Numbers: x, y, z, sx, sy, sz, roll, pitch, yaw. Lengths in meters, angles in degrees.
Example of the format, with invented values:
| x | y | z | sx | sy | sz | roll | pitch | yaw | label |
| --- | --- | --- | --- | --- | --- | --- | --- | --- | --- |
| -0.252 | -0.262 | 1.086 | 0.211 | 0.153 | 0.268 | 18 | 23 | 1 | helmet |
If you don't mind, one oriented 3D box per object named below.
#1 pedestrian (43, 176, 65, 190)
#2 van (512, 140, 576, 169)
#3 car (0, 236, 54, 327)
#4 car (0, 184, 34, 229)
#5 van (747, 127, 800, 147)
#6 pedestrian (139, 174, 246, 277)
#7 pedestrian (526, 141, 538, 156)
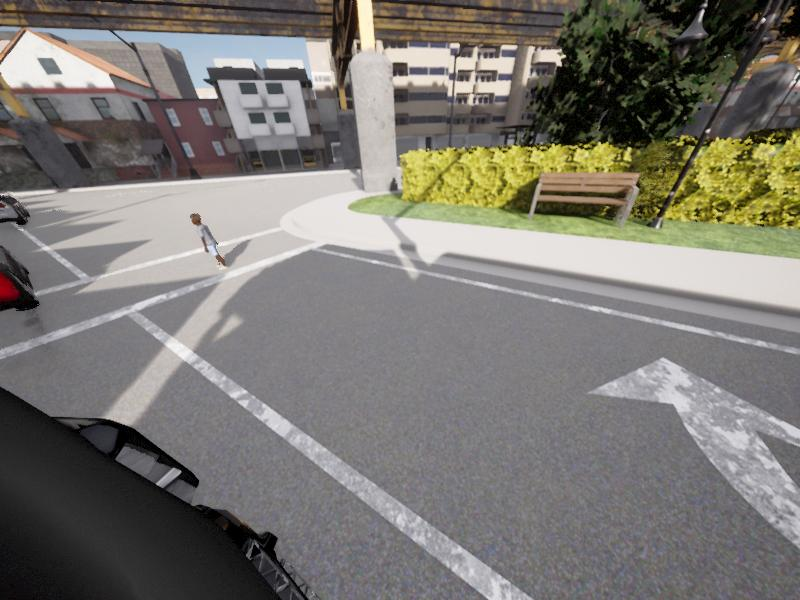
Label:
| x | y | z | sx | sy | sz | roll | pitch | yaw | label |
| --- | --- | --- | --- | --- | --- | --- | --- | --- | --- |
| -32.402 | -10.935 | 21.635 | 0.500 | 1.100 | 0.500 | -5 | 34 | -3 | pedestrian |
| 13.309 | -13.630 | 21.600 | 4.480 | 2.038 | 2.069 | -10 | 34 | -11 | van |
| -8.457 | -0.475 | 3.990 | 3.806 | 1.475 | 1.970 | 17 | 39 | 28 | car |
| -18.701 | -4.144 | 10.315 | 3.806 | 1.475 | 1.970 | 21 | 40 | 31 | car |
| 52.106 | -22.631 | 32.140 | 4.480 | 2.038 | 2.069 | -10 | 34 | -11 | van |
| -4.153 | -1.525 | 4.846 | 0.751 | 1.860 | 0.751 | -9 | 34 | -9 | pedestrian |
| 19.335 | -22.146 | 33.814 | 0.751 | 1.860 | 0.751 | -9 | 34 | -9 | pedestrian |
